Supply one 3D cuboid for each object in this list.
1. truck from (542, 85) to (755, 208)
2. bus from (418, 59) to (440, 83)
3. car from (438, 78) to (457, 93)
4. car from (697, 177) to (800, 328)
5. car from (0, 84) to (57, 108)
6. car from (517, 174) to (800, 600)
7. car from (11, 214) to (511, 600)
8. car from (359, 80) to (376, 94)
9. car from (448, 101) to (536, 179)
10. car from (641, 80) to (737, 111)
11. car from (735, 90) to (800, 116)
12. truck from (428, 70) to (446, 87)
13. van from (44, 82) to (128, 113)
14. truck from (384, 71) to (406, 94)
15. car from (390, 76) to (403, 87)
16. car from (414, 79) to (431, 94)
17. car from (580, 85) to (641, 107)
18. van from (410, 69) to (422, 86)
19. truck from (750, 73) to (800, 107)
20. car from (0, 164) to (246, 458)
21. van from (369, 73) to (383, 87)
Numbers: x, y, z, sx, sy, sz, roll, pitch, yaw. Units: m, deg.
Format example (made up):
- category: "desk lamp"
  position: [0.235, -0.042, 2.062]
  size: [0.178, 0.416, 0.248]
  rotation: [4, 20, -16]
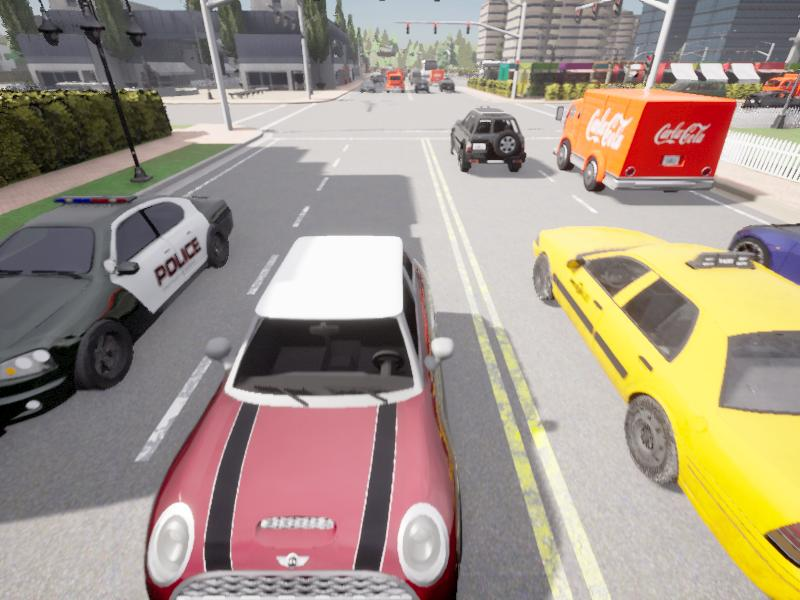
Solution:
- category: "truck"
  position: [6.441, -4.688, 11.594]
  size: [2.627, 2.467, 5.204]
  rotation: [0, 31, 0]
- category: "bus"
  position: [6.229, -50.075, 87.457]
  size: [3.944, 4.253, 10.273]
  rotation: [0, 30, 0]
- category: "car"
  position: [6.394, -29.413, 54.705]
  size: [1.930, 1.638, 5.238]
  rotation: [0, 30, 0]
- category: "car"
  position: [6.449, -0.145, 4.788]
  size: [2.163, 1.488, 4.792]
  rotation: [0, 30, 0]
- category: "car"
  position: [-32.818, -17.501, 34.330]
  size: [4.856, 1.649, 2.033]
  rotation: [5, 31, 8]
- category: "car"
  position: [2.949, 0.102, 4.271]
  size: [1.801, 1.575, 5.366]
  rotation: [0, 31, 0]
- category: "car"
  position: [-0.548, 0.556, 3.591]
  size: [1.970, 1.475, 3.806]
  rotation: [0, 30, 0]
- category: "car"
  position: [-4.102, -27.515, 51.648]
  size: [1.812, 1.442, 4.674]
  rotation: [0, 30, 0]
- category: "car"
  position: [2.940, -5.721, 13.932]
  size: [1.932, 1.855, 4.605]
  rotation: [0, 30, 0]
- category: "car"
  position: [22.678, -16.175, 31.658]
  size: [5.566, 2.045, 2.150]
  rotation: [-1, 30, -1]
- category: "car"
  position: [27.457, -14.247, 28.874]
  size: [4.514, 1.525, 2.007]
  rotation: [-1, 30, -1]
- category: "truck"
  position: [6.378, -38.981, 70.249]
  size: [2.627, 2.467, 5.204]
  rotation: [0, 30, 0]
- category: "van"
  position: [-23.958, -15.555, 30.651]
  size: [4.442, 1.987, 1.775]
  rotation: [0, 31, 0]
- category: "truck"
  position: [-0.603, -28.361, 52.078]
  size: [2.627, 2.467, 5.204]
  rotation: [0, 30, 0]
- category: "car"
  position: [-0.623, -38.522, 70.450]
  size: [2.163, 1.488, 4.792]
  rotation: [0, 30, 0]
- category: "car"
  position: [2.896, -28.314, 52.992]
  size: [2.007, 1.525, 4.514]
  rotation: [0, 30, 0]
- category: "car"
  position: [18.197, -17.700, 34.700]
  size: [3.988, 1.617, 1.851]
  rotation: [-1, 30, -1]
- category: "van"
  position: [2.877, -40.874, 73.379]
  size: [1.988, 2.561, 5.915]
  rotation: [0, 30, 0]
- category: "truck"
  position: [34.606, -18.278, 34.847]
  size: [5.204, 2.467, 2.627]
  rotation: [0, 30, -2]
- category: "car"
  position: [-4.052, -0.499, 5.346]
  size: [2.038, 1.542, 4.974]
  rotation: [0, 30, 0]
- category: "van"
  position: [-4.121, -38.120, 69.208]
  size: [2.069, 2.038, 4.480]
  rotation: [0, 30, 0]
